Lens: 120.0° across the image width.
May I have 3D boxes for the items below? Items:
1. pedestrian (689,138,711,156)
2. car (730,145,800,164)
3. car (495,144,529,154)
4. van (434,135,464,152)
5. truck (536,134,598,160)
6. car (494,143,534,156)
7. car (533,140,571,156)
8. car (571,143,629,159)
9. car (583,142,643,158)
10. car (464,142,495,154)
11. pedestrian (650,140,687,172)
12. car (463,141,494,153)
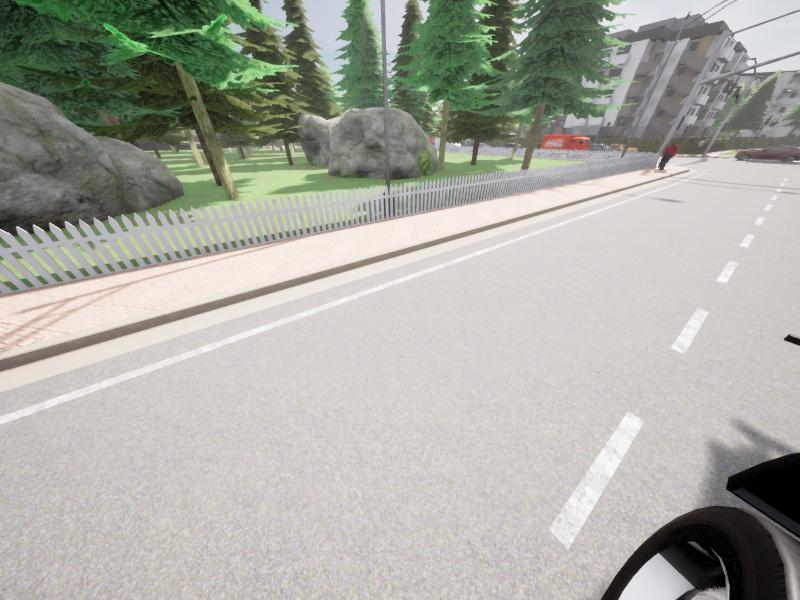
[{"bbox_3d":[38.716,-19.791,29.831,0.751,1.860,0.751,-14,37,-18],"label":"pedestrian"},{"bbox_3d":[38.068,-14.934,23.597,1.812,1.442,4.674,-21,40,-26],"label":"car"},{"bbox_3d":[18.353,-24.904,38.031,1.895,1.301,4.718,-21,40,-26],"label":"car"},{"bbox_3d":[9.163,-29.828,44.013,1.988,2.561,5.915,-21,40,-26],"label":"van"},{"bbox_3d":[20.907,-19.422,29.207,2.627,2.467,5.204,-21,40,-26],"label":"truck"},{"bbox_3d":[16.904,-22.562,34.544,1.837,1.490,4.892,-21,40,-26],"label":"car"},{"bbox_3d":[21.873,-22.031,33.407,1.905,1.878,3.866,-21,40,-26],"label":"car"},{"bbox_3d":[25.183,-18.954,29.343,2.128,1.511,4.902,-21,40,-26],"label":"car"},{"bbox_3d":[28.183,-20.032,30.792,1.801,1.575,5.366,-21,40,-26],"label":"car"},{"bbox_3d":[13.334,-25.719,39.053,1.837,1.490,4.892,-21,40,-26],"label":"car"},{"bbox_3d":[18.810,-10.114,16.227,0.751,1.860,0.751,-12,37,-16],"label":"pedestrian"},{"bbox_3d":[14.427,-28.508,42.895,2.152,1.651,5.027,-21,40,-26],"label":"car"}]
